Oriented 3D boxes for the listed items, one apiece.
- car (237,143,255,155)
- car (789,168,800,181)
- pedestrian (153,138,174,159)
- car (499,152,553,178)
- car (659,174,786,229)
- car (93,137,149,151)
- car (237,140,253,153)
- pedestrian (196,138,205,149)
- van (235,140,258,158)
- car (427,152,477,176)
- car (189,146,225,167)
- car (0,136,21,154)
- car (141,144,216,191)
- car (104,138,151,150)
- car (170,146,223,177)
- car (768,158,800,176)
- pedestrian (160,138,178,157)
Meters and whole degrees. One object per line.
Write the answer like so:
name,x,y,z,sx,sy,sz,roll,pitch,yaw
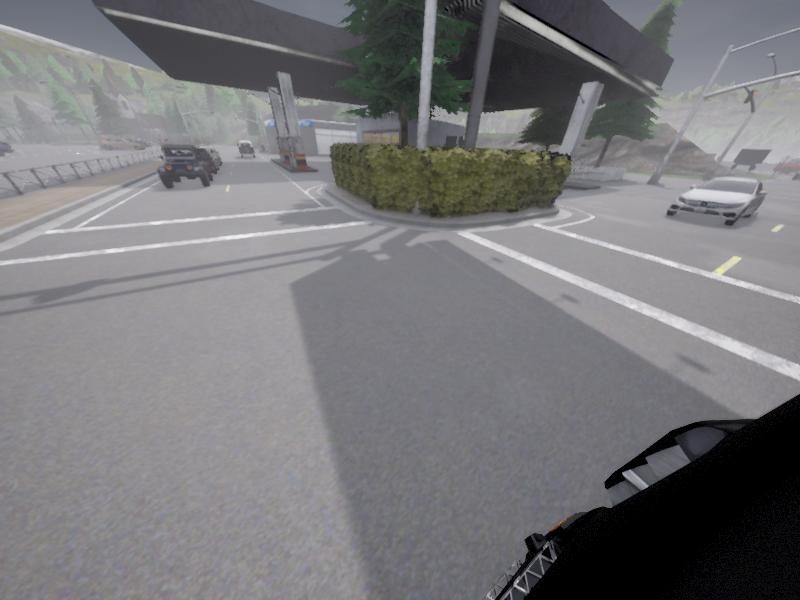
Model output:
car,-26.108,-25.587,39.131,2.007,1.525,4.514,-17,38,-25
car,44.714,-13.726,24.858,4.974,1.542,2.038,-17,38,-25
pedestrian,-25.060,-16.062,24.507,0.751,1.860,0.751,-17,38,-25
car,12.119,-13.224,22.505,1.905,1.878,3.866,-17,38,-26
car,12.999,-4.120,9.314,4.674,1.442,1.812,-16,37,-26
car,-42.989,-24.106,35.813,5.027,1.636,2.152,-17,38,-26
car,-29.328,-28.978,43.649,1.905,1.878,3.866,-17,38,-25
pedestrian,-41.365,-32.428,47.846,0.751,1.860,0.751,-20,40,-28
van,-21.933,-21.613,33.018,2.069,2.038,4.480,-17,38,-25
car,5.043,-13.763,23.241,2.242,1.667,4.611,-17,38,-26
car,-18.108,-13.577,21.846,1.970,1.475,3.806,-17,38,-25
car,-43.684,-16.226,24.124,3.633,1.501,1.845,-17,38,-26
car,-11.761,-7.380,12.650,1.905,1.878,3.866,-17,38,-25
car,-44.607,-25.643,38.017,4.514,1.523,2.007,-17,38,-26
car,-14.967,-10.488,17.310,2.033,1.649,4.856,-17,38,-25
car,60.015,-19.504,34.060,2.150,2.045,5.566,-17,38,-25
pedestrian,-26.745,-17.684,26.816,0.751,1.860,0.751,-17,39,-26
